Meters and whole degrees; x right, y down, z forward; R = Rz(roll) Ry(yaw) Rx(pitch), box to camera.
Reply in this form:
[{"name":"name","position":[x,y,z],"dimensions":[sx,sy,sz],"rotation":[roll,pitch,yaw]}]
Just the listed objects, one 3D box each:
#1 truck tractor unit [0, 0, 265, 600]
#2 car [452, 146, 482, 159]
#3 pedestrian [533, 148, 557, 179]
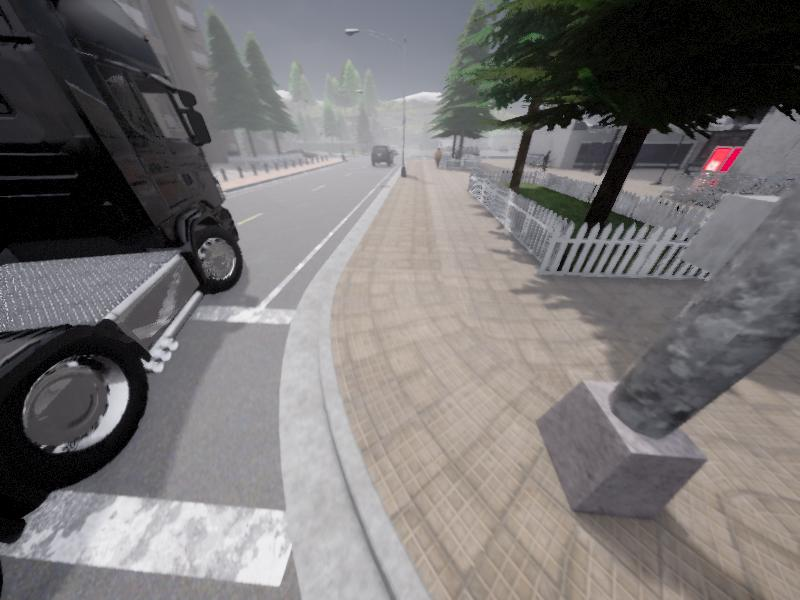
[{"name":"truck tractor unit","position":[-3.939,-0.805,1.539],"dimensions":[3.053,4.208,6.516],"rotation":[-8,35,-12]},{"name":"car","position":[11.973,-26.628,41.625],"dimensions":[4.605,1.855,1.932],"rotation":[3,34,3]},{"name":"pedestrian","position":[10.494,-9.926,16.753],"dimensions":[0.751,1.860,0.751],"rotation":[-28,43,-35]}]
